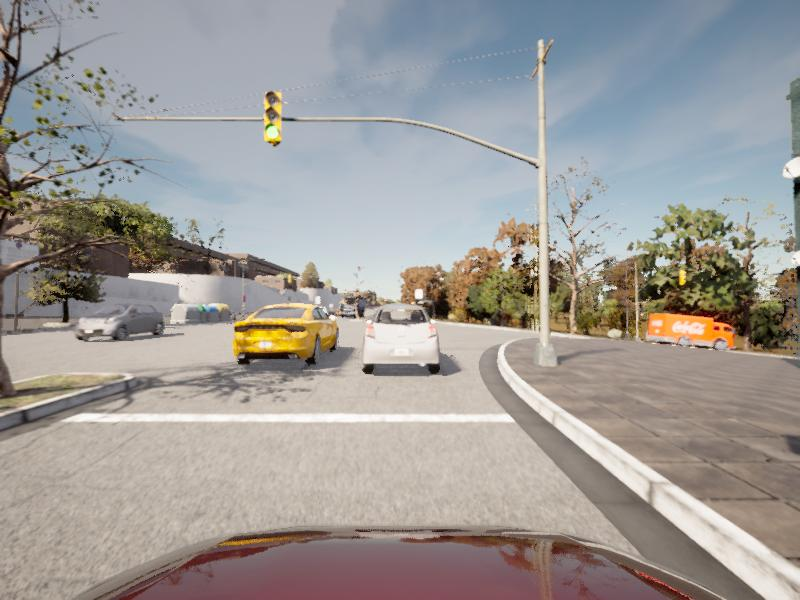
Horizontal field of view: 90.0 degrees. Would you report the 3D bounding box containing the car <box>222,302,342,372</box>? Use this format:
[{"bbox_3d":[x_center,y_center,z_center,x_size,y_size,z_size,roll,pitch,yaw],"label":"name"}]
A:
[{"bbox_3d":[-2.964,0.851,11.325,1.882,1.535,5.008,0,-1,0],"label":"car"}]

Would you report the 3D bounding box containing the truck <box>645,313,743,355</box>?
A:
[{"bbox_3d":[21.842,2.484,29.952,5.204,2.467,2.627,6,-2,4],"label":"truck"}]

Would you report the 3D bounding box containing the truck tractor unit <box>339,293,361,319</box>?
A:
[{"bbox_3d":[-8.628,1.121,69.678,3.053,4.208,6.516,0,-2,0],"label":"truck tractor unit"}]

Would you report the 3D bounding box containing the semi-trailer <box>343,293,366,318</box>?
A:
[{"bbox_3d":[-8.596,1.228,77.596,2.717,4.402,14.254,0,-1,0],"label":"semi-trailer"}]

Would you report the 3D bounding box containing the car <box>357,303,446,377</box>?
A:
[{"bbox_3d":[0.030,0.844,10.096,1.845,1.501,3.633,0,0,0],"label":"car"}]

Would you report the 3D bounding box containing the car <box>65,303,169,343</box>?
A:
[{"bbox_3d":[-11.802,0.894,17.013,1.845,1.501,3.633,0,-1,0],"label":"car"}]
